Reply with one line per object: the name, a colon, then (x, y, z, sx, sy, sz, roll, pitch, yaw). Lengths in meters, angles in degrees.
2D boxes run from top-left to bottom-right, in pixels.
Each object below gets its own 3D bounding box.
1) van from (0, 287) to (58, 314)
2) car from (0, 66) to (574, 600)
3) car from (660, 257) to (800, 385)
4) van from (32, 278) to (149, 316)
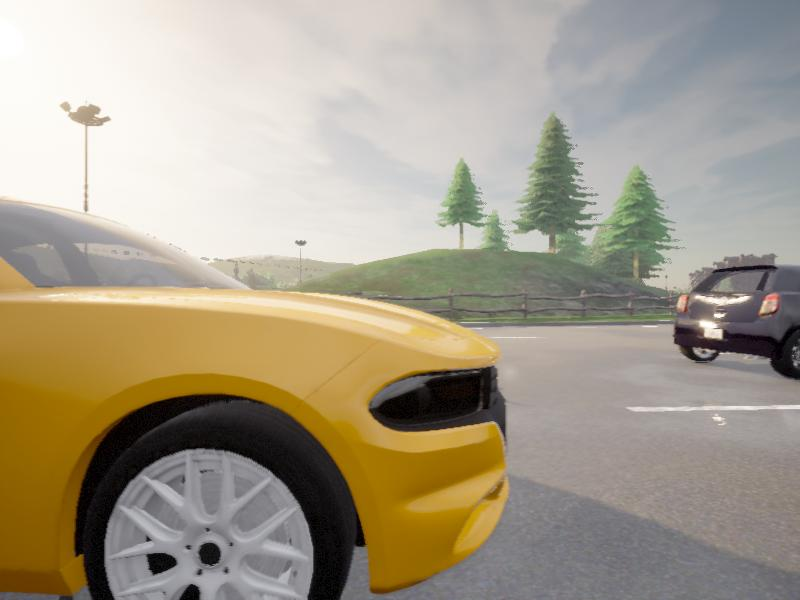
van: (-29.547, 0.045, 30.876, 1.775, 1.987, 4.442, 0, 0, 28)
car: (-2.023, 0.228, 2.056, 5.008, 1.535, 1.882, 0, 0, 5)
car: (6.156, 0.236, 5.825, 3.633, 1.501, 1.845, 0, 0, -8)
van: (-22.378, -0.179, 29.358, 2.351, 2.431, 6.366, 0, 0, 28)
